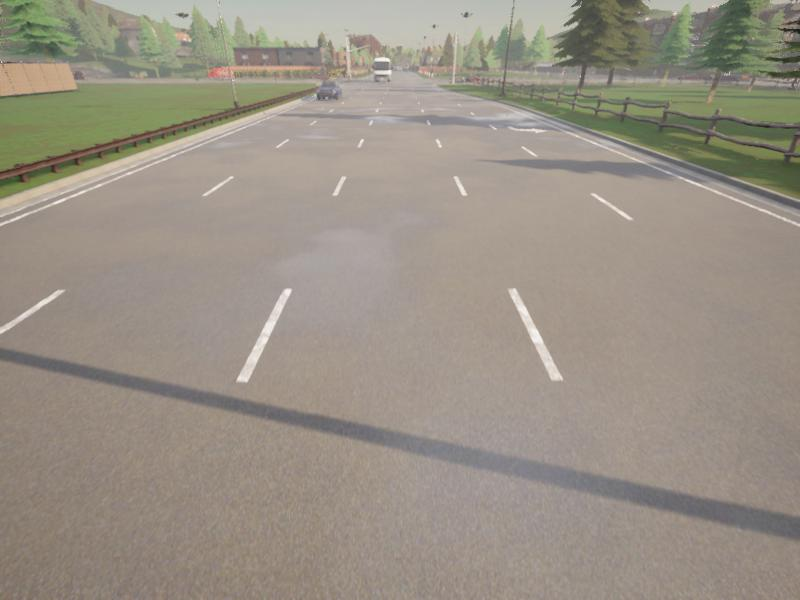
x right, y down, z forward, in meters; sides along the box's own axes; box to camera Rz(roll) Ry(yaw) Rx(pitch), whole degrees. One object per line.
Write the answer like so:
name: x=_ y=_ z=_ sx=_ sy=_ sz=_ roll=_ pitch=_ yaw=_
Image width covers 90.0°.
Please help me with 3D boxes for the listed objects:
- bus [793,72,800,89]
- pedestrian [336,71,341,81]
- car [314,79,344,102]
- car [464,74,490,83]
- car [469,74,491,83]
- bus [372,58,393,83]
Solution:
bus: x=61.075 y=-31.068 z=54.724 sx=3.944 sy=4.253 sz=10.273 roll=0 pitch=30 yaw=0
pedestrian: x=-13.087 y=-47.690 z=85.039 sx=0.751 sy=1.860 sz=0.751 roll=3 pitch=31 yaw=5
car: x=-7.018 y=-20.957 z=39.902 sx=2.097 sy=1.767 sz=4.553 roll=0 pitch=30 yaw=0
car: x=15.747 y=-45.232 z=81.582 sx=4.792 sy=1.488 sz=2.163 roll=0 pitch=30 yaw=0
car: x=15.661 y=-43.515 z=78.532 sx=3.988 sy=1.617 sz=1.851 roll=0 pitch=30 yaw=0
bus: x=-3.416 y=-47.106 z=82.040 sx=3.944 sy=4.253 sz=10.273 roll=0 pitch=30 yaw=0
